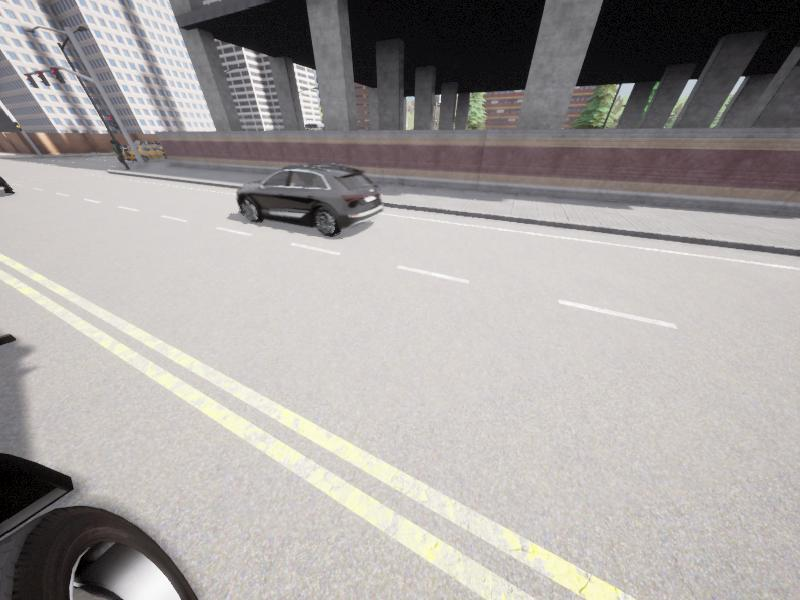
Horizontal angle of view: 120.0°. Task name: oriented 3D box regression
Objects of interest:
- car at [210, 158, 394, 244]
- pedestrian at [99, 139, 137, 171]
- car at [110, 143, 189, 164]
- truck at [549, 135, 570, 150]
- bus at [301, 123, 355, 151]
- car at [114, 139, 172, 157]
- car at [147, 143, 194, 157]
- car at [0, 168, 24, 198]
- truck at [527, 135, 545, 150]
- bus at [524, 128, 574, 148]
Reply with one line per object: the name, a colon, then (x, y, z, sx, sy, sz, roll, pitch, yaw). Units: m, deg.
car: (-2.834, -3.230, 7.049, 4.856, 1.649, 2.033, 15, 38, 20)
pedestrian: (-20.310, -10.484, 16.713, 0.751, 1.860, 0.751, -10, 36, -14)
car: (-26.440, -15.766, 24.705, 1.801, 1.575, 5.366, 13, 37, 17)
truck: (33.300, -33.046, 48.471, 2.615, 2.467, 5.204, 15, 38, 20)
bus: (-13.907, -32.529, 46.200, 3.944, 4.253, 10.273, 15, 38, 20)
car: (-34.395, -20.511, 31.121, 1.932, 1.855, 4.605, 17, 38, 22)
car: (-30.681, -20.186, 31.030, 1.970, 1.475, 3.806, 15, 38, 20)
car: (-20.209, -5.671, 10.395, 5.238, 1.638, 1.930, 15, 38, 20)
truck: (29.388, -34.102, 49.943, 2.615, 2.467, 5.204, 15, 38, 20)
bus: (39.919, -43.886, 62.583, 10.273, 4.253, 3.944, 15, 38, 20)
